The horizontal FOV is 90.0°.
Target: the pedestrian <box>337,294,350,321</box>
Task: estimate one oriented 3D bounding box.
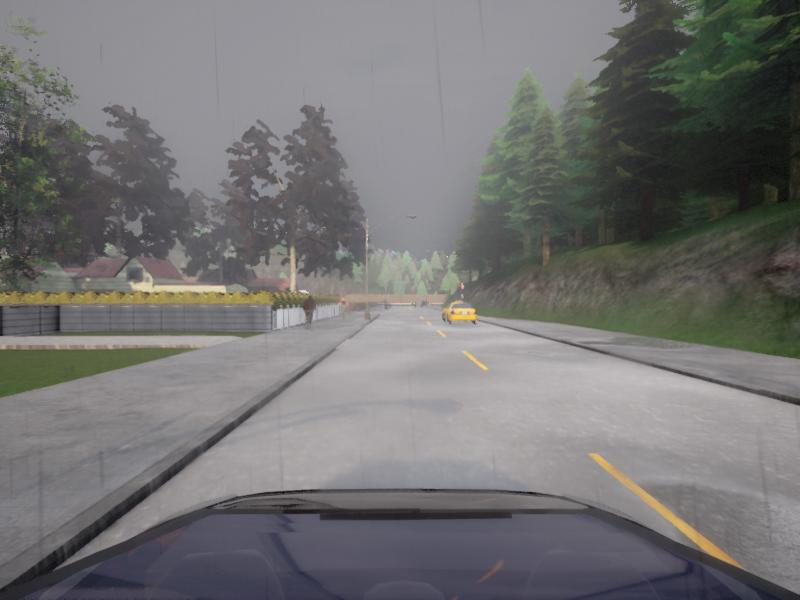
[{"bbox_3d":[-4.024,0.544,28.488,0.751,1.860,0.751,0,0,8],"label":"pedestrian"}]

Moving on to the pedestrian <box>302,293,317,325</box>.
[{"bbox_3d":[-5.332,0.543,23.534,0.751,1.860,0.751,0,0,-5],"label":"pedestrian"}]

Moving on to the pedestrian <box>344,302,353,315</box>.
[{"bbox_3d":[-5.135,0.820,40.069,0.751,1.300,0.751,0,0,0],"label":"pedestrian"}]

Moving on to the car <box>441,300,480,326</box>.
[{"bbox_3d":[4.000,0.811,27.354,1.801,1.575,5.366,0,0,0],"label":"car"}]
